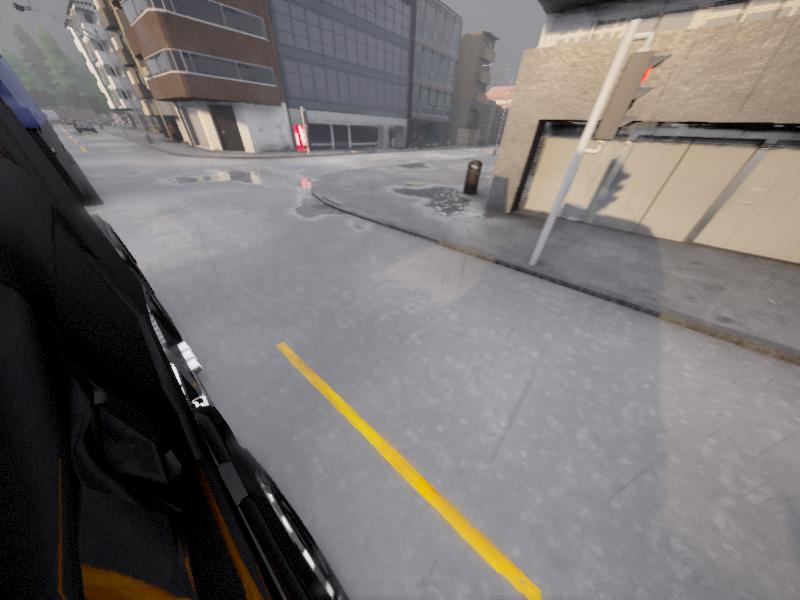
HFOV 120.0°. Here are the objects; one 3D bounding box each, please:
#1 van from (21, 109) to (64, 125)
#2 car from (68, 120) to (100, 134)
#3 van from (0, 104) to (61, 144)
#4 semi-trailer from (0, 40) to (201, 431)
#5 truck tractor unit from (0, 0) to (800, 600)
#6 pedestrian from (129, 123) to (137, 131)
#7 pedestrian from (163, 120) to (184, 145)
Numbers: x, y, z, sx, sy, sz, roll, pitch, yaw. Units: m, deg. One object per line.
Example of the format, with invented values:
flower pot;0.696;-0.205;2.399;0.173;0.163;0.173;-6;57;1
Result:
van;-77.737;-39.950;50.439;1.988;2.561;5.915;-13;39;-19
car;-45.717;-25.063;33.381;5.357;1.411;2.033;28;43;30
van;-32.681;-15.518;20.377;5.915;2.561;1.988;28;43;30
semi-trailer;-8.702;-3.588;4.245;14.254;4.402;2.717;28;43;30
truck tractor unit;-2.645;-0.295;0.352;6.516;4.208;3.053;28;44;30
pedestrian;-47.144;-30.545;40.760;0.500;1.100;0.500;29;44;31
pedestrian;-21.296;-15.726;21.742;0.751;1.860;0.751;-24;44;-32
